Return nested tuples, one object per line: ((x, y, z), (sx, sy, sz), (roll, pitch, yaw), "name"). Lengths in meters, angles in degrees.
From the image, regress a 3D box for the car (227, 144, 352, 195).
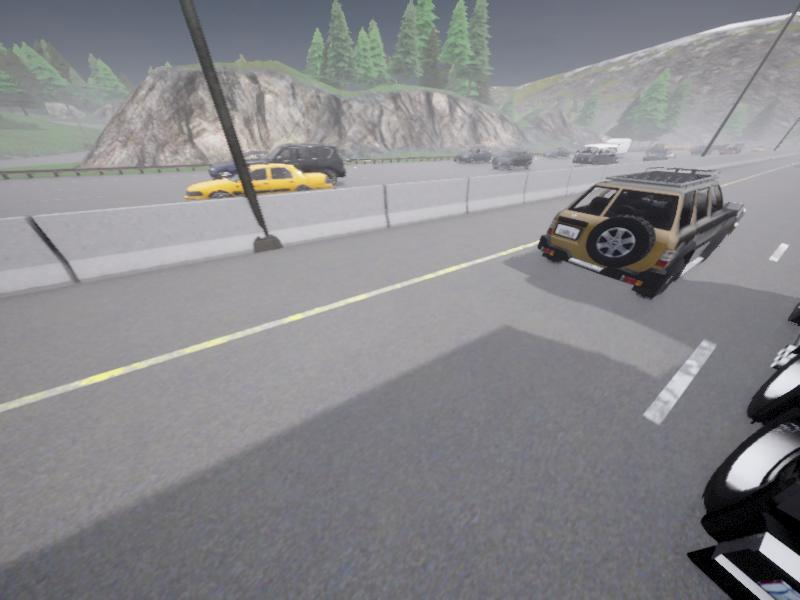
((-5.781, -7.324, 12.693), (5.566, 2.045, 2.150), (-19, 39, -25), "car")

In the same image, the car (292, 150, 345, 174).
((-6.673, -11.476, 19.108), (3.633, 1.501, 1.845), (-19, 39, -25), "car")

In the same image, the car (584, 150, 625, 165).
((24.984, -17.510, 28.227), (4.181, 1.385, 1.994), (-19, 39, -25), "car")

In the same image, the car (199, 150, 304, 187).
((-9.076, -8.362, 14.526), (5.027, 1.651, 2.152), (-19, 39, -25), "car")

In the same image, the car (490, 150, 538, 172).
((10.277, -12.582, 20.841), (3.705, 1.549, 1.789), (-19, 39, -25), "car")

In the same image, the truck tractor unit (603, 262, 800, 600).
((5.106, -0.305, 0.792), (6.516, 4.208, 3.053), (-18, 39, -24), "truck tractor unit")

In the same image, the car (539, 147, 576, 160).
((23.194, -21.629, 34.006), (4.902, 1.511, 2.128), (-19, 39, -25), "car")

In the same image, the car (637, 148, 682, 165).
((31.595, -17.493, 28.120), (4.974, 1.542, 2.038), (-19, 39, -25), "car")

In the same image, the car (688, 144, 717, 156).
((59.295, -29.354, 45.217), (4.553, 1.767, 2.097), (-19, 39, -25), "car")

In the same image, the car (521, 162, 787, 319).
((5.072, -1.605, 4.720), (4.605, 1.855, 1.932), (-19, 39, -25), "car")

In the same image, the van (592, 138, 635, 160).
((32.162, -22.768, 34.832), (5.915, 2.561, 1.988), (-19, 39, -25), "van")

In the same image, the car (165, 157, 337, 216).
((-5.627, -4.850, 9.545), (5.366, 1.575, 1.801), (-19, 39, -25), "car")

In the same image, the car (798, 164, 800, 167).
((47.095, -15.666, 25.850), (4.718, 1.301, 1.895), (-19, 39, -25), "car")

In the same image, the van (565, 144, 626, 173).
((17.837, -13.020, 21.114), (4.480, 2.038, 2.069), (-19, 39, -25), "van")

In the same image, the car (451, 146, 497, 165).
((8.451, -16.677, 26.606), (4.611, 1.667, 2.242), (-19, 39, -25), "car")

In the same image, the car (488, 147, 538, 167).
((12.282, -15.649, 25.165), (4.611, 1.667, 2.242), (-19, 39, -25), "car")
